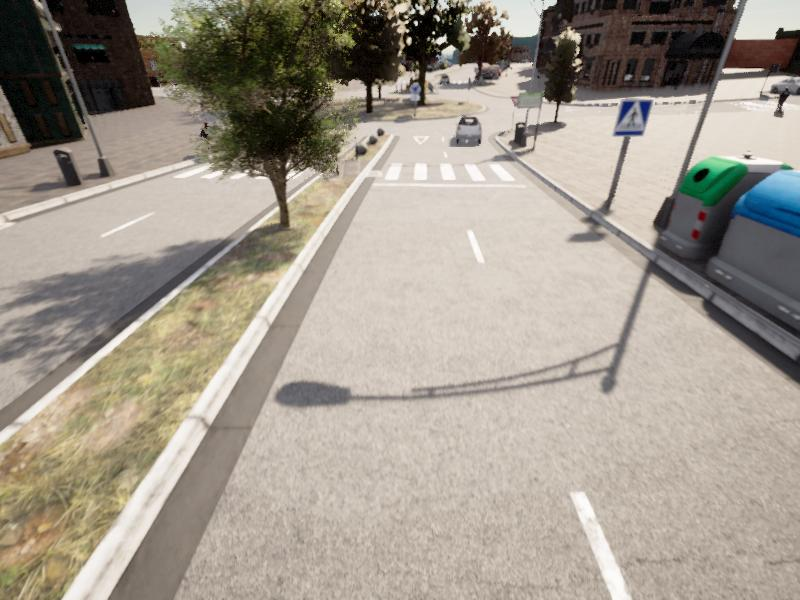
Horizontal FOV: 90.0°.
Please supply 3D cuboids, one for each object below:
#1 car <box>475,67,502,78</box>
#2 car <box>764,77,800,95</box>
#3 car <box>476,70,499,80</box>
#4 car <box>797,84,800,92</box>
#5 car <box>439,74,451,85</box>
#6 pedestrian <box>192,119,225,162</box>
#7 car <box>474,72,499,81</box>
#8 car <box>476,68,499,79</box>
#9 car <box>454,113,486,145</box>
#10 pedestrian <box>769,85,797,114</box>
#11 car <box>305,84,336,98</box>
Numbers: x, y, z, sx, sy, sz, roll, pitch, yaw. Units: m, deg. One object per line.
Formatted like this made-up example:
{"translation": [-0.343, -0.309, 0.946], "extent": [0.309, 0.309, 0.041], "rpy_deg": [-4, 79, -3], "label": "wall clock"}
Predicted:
{"translation": [19.605, -50.360, 88.573], "extent": [5.566, 2.045, 2.435], "rpy_deg": [7, 33, 11], "label": "car"}
{"translation": [40.439, -21.916, 40.885], "extent": [2.002, 1.452, 4.674], "rpy_deg": [-5, 29, 0], "label": "car"}
{"translation": [18.405, -47.348, 84.126], "extent": [4.553, 1.767, 2.185], "rpy_deg": [6, 33, 11], "label": "car"}
{"translation": [43.248, -21.672, 39.974], "extent": [2.163, 1.488, 4.792], "rpy_deg": [-5, 29, 0], "label": "car"}
{"translation": [8.682, -42.466, 76.880], "extent": [1.851, 1.617, 3.988], "rpy_deg": [5, 33, 8], "label": "car"}
{"translation": [-9.372, -7.810, 19.588], "extent": [0.751, 1.860, 0.751], "rpy_deg": [11, 33, 17], "label": "pedestrian"}
{"translation": [17.763, -45.792, 81.941], "extent": [4.892, 1.521, 2.231], "rpy_deg": [6, 33, 11], "label": "car"}
{"translation": [18.866, -48.904, 86.362], "extent": [4.442, 1.987, 1.878], "rpy_deg": [6, 33, 11], "label": "car"}
{"translation": [4.581, -11.456, 26.659], "extent": [1.845, 1.501, 3.633], "rpy_deg": [3, 30, 6], "label": "car"}
{"translation": [28.810, -15.077, 30.117], "extent": [0.751, 1.860, 0.751], "rpy_deg": [10, 33, 17], "label": "pedestrian"}
{"translation": [-11.237, -29.630, 56.719], "extent": [3.705, 1.549, 1.789], "rpy_deg": [-18, 35, -26], "label": "car"}
